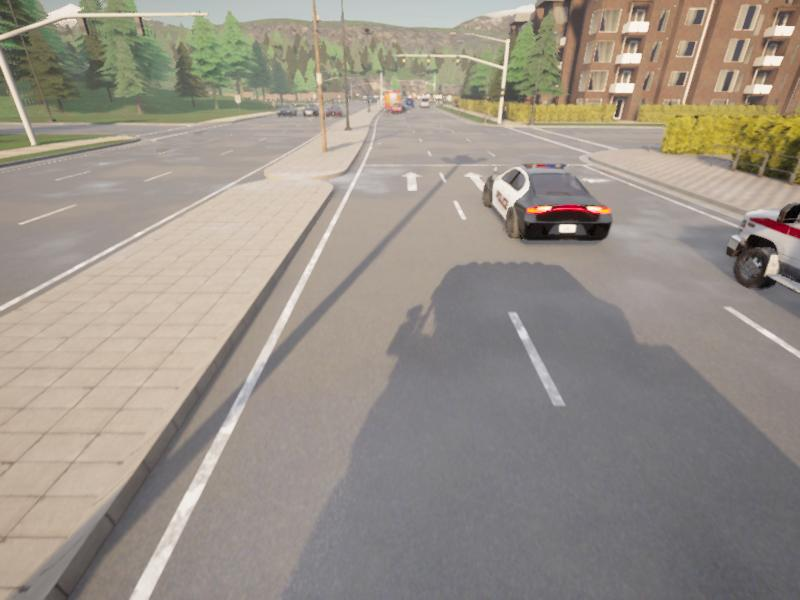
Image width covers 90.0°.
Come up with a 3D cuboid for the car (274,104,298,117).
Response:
[{"bbox_3d":[-16.283,-27.306,57.646,2.038,1.542,4.974,0,27,-1],"label":"car"}]

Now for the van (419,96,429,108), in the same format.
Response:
[{"bbox_3d":[5.698,-46.599,94.114,1.988,2.561,5.915,0,27,0],"label":"van"}]

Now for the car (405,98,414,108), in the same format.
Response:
[{"bbox_3d":[2.190,-46.634,94.687,2.150,2.045,5.566,0,27,0],"label":"car"}]

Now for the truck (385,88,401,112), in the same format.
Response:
[{"bbox_3d":[-1.302,-38.633,77.215,2.891,3.827,8.468,0,27,0],"label":"truck"}]

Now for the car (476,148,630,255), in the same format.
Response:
[{"bbox_3d":[3.498,-2.807,10.408,2.038,1.542,4.974,0,28,0],"label":"car"}]

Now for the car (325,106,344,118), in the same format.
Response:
[{"bbox_3d":[-9.273,-26.921,57.144,1.994,1.385,4.181,0,27,-1],"label":"car"}]

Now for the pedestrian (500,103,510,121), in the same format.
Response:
[{"bbox_3d":[12.430,-22.274,47.433,0.751,1.860,0.751,0,27,-1],"label":"pedestrian"}]

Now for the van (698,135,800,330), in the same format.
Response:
[{"bbox_3d":[7.003,-0.211,4.426,2.351,2.431,6.366,0,27,0],"label":"van"}]

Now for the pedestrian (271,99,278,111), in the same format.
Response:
[{"bbox_3d":[-21.476,-33.256,68.349,0.751,1.860,0.751,1,27,2],"label":"pedestrian"}]

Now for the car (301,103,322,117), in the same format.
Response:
[{"bbox_3d":[-12.815,-27.588,58.120,2.033,1.649,4.856,0,27,-1],"label":"car"}]

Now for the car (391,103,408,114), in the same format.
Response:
[{"bbox_3d":[-0.088,-32.245,67.282,1.851,1.617,3.988,7,28,12],"label":"car"}]
